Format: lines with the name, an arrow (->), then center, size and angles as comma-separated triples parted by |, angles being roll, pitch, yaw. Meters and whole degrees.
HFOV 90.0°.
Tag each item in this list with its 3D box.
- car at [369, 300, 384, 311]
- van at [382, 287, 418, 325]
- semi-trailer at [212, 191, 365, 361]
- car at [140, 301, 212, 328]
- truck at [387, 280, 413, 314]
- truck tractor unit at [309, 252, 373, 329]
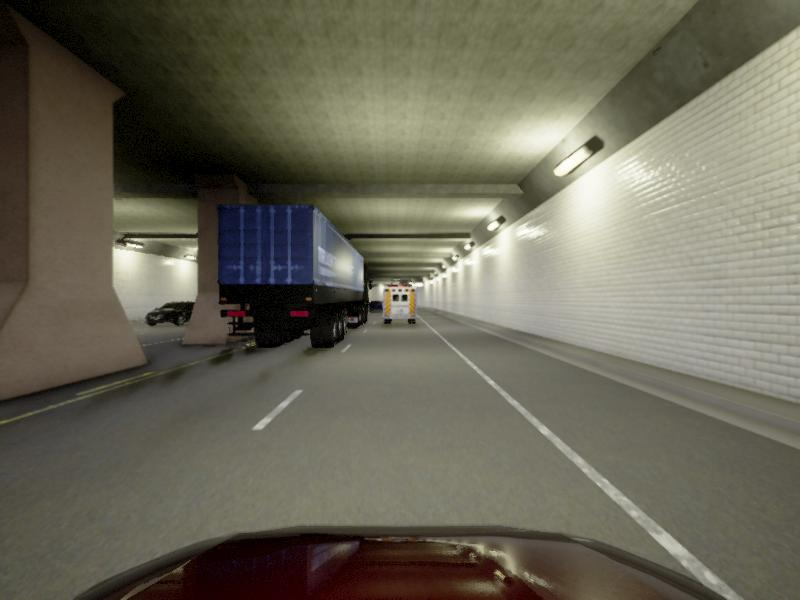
car -> -3.485, 0.805, 60.518 | 1.882, 1.535, 5.008 | 0, 0, 0
van -> 0.008, 0.369, 28.834 | 2.351, 2.431, 6.366 | 0, 0, 0
semi-trailer -> -3.495, -0.624, 17.487 | 2.717, 4.402, 14.254 | 0, 0, 0
car -> -13.995, 0.837, 25.387 | 1.837, 1.490, 4.892 | 0, 0, 0
truck -> 0.017, -0.335, 48.927 | 2.891, 3.827, 8.468 | 0, 0, 0
truck tractor unit -> -3.483, -0.530, 25.405 | 3.053, 4.208, 6.516 | 0, 0, 0
